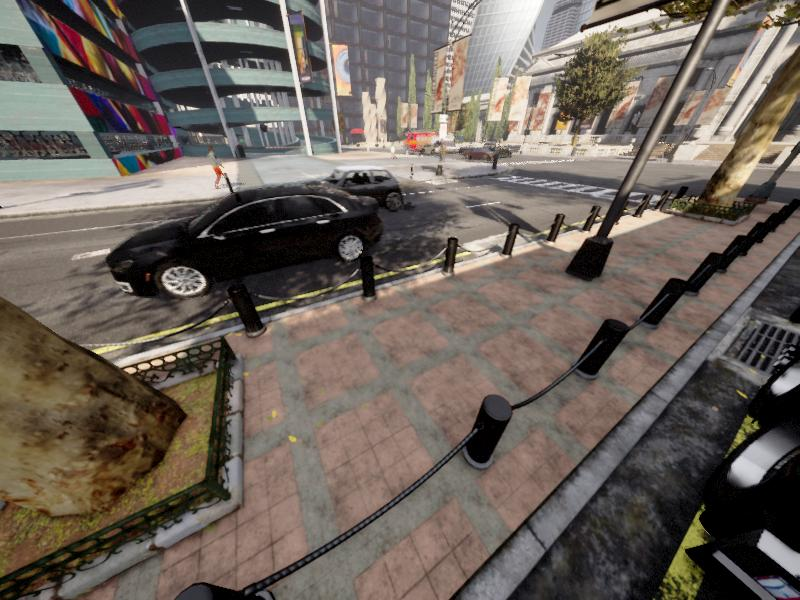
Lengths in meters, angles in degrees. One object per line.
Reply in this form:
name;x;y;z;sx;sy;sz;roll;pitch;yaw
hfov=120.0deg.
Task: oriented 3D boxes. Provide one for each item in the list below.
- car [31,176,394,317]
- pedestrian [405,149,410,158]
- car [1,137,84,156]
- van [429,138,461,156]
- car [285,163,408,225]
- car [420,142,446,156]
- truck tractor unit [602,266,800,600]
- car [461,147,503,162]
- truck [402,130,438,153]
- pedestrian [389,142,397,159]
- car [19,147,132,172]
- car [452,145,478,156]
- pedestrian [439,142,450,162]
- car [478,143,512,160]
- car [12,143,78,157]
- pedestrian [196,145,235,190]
car;-2.710;-1.493;4.816;4.892;1.490;1.837;-18;39;-24
pedestrian;0.974;-19.662;30.988;0.500;1.100;0.500;-8;36;-12
car;-49.649;-21.489;32.343;5.566;2.045;2.435;-18;39;-24
van;7.872;-27.420;41.242;1.988;2.561;5.915;-18;39;-24
car;-1.869;-4.066;8.536;3.806;1.475;1.970;-18;39;-24
car;5.495;-25.488;39.031;1.932;1.855;4.605;-18;38;-24
truck tractor unit;5.112;-0.301;0.774;6.516;4.208;3.053;-18;39;-24
car;10.941;-19.847;31.387;2.033;1.411;5.357;-18;39;-24
truck;4.216;-34.881;50.807;2.891;3.827;8.468;-23;41;-30
pedestrian;-0.870;-19.280;29.759;0.751;1.860;0.751;-26;42;-32
car;-26.251;-11.702;19.073;4.902;1.511;2.128;-18;39;-24
car;11.706;-27.109;41.850;1.994;1.385;4.181;-18;39;-24
pedestrian;5.123;-17.102;26.679;0.751;1.860;0.751;-6;35;-9
car;13.586;-21.452;33.276;1.905;1.878;3.866;-18;39;-24
car;-49.702;-21.150;32.543;4.514;1.523;2.007;-18;39;-24
pedestrian;-8.949;-6.464;11.279;0.751;1.860;0.751;29;44;34
